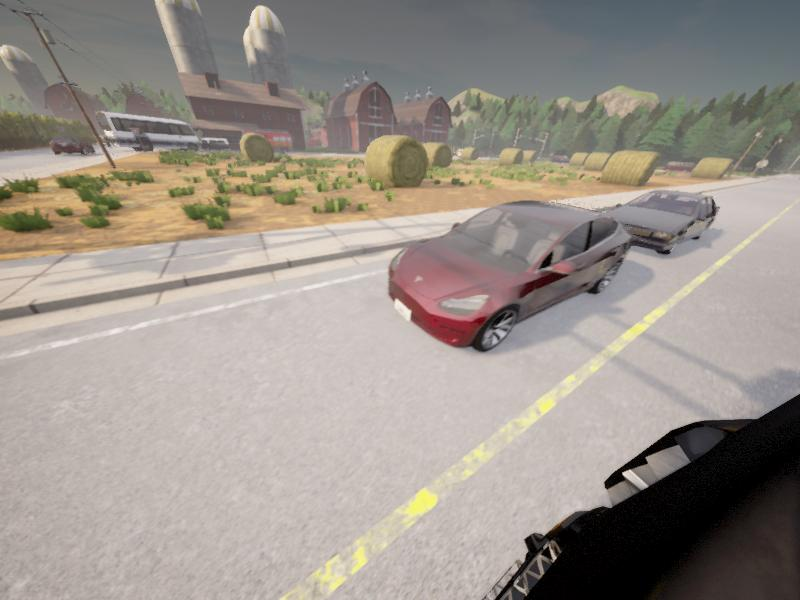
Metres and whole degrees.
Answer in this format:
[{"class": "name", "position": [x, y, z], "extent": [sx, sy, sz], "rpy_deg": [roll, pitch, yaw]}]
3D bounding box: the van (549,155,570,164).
[{"class": "van", "position": [47.613, -42.132, 69.203], "extent": [1.775, 1.987, 4.442], "rpy_deg": [-19, 39, -29]}]

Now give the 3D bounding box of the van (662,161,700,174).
[{"class": "van", "position": [59.750, -28.254, 49.246], "extent": [1.775, 1.987, 4.442], "rpy_deg": [-19, 39, -29]}]

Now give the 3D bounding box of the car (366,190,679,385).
[{"class": "car", "position": [2.098, -0.820, 4.008], "extent": [4.792, 1.488, 2.163], "rpy_deg": [-17, 38, -27]}]

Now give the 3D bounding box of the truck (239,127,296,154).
[{"class": "truck", "position": [-25.181, -30.331, 44.233], "extent": [8.468, 3.827, 2.891], "rpy_deg": [-19, 40, -30]}]

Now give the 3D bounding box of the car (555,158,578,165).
[{"class": "car", "position": [46.870, -39.005, 65.059], "extent": [1.895, 1.301, 4.718], "rpy_deg": [-19, 39, -29]}]

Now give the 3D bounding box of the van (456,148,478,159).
[{"class": "van", "position": [19.910, -43.320, 68.421], "extent": [6.366, 2.431, 2.351], "rpy_deg": [-19, 40, -30]}]

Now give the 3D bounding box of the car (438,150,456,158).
[{"class": "car", "position": [13.013, -40.650, 64.406], "extent": [4.605, 1.855, 1.932], "rpy_deg": [-19, 40, -30]}]

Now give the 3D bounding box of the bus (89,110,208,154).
[{"class": "bus", "position": [-35.834, -24.256, 33.889], "extent": [3.944, 4.253, 10.273], "rpy_deg": [19, 35, 21]}]

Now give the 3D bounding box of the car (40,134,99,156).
[{"class": "car", "position": [-35.195, -16.687, 24.834], "extent": [2.097, 1.767, 4.553], "rpy_deg": [-19, 39, -29]}]

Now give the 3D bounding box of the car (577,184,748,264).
[{"class": "car", "position": [8.398, -2.677, 7.357], "extent": [5.357, 1.411, 2.033], "rpy_deg": [-17, 38, -27]}]

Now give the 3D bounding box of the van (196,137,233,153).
[{"class": "van", "position": [-32.377, -27.063, 40.383], "extent": [4.480, 2.038, 2.069], "rpy_deg": [-19, 39, -29]}]

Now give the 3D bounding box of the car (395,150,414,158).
[{"class": "car", "position": [1.062, -36.228, 57.276], "extent": [4.181, 1.385, 1.994], "rpy_deg": [-19, 40, -29]}]
